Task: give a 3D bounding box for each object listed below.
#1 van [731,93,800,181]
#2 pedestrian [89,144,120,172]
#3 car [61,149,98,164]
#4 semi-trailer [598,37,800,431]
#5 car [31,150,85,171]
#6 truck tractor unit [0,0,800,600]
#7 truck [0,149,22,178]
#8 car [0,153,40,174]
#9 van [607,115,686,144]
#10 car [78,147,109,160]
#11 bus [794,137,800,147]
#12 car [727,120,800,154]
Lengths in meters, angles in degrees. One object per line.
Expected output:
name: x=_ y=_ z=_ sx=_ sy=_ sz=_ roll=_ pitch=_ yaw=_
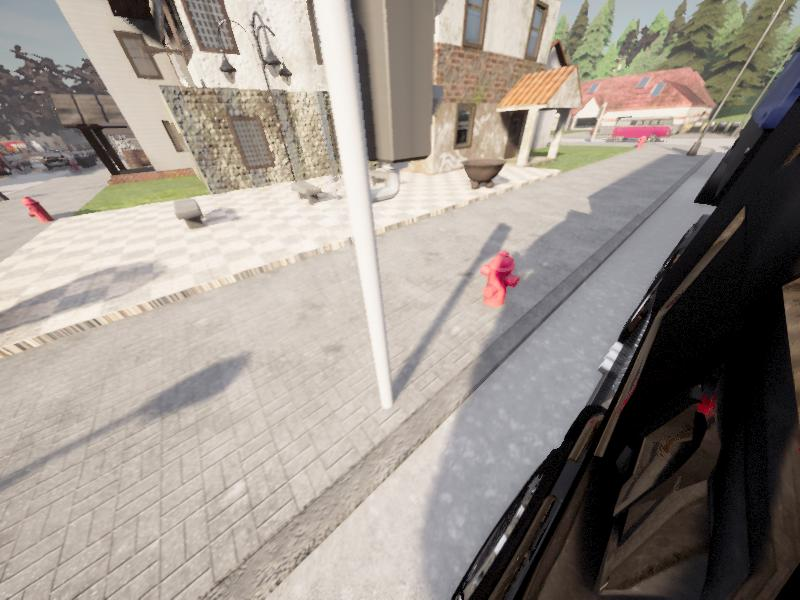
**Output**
van: x=16.513 y=-6.856 z=9.566 sx=5.915 sy=2.561 sz=1.988 roll=-27 pitch=43 yaw=-29
pedestrian: x=-24.695 y=-11.887 z=19.357 sx=0.751 sy=1.860 sz=0.751 roll=-29 pitch=44 yaw=-30
car: x=-43.113 y=-19.379 z=31.176 sx=1.994 sy=1.385 sz=4.181 roll=-29 pitch=44 yaw=-31
semi-trailer: x=8.660 y=-3.643 z=4.246 sx=14.254 sy=4.402 sz=2.717 roll=-29 pitch=44 yaw=-30
car: x=-37.348 y=-15.459 z=25.442 sx=2.038 sy=1.542 sz=4.974 roll=-28 pitch=44 yaw=-30
truck tractor unit: x=2.645 y=-0.295 z=0.351 sx=6.516 sy=4.208 sz=3.053 roll=-28 pitch=44 yaw=-30
truck: x=-35.998 y=-11.654 z=18.380 sx=2.891 sy=3.827 sz=8.468 roll=-28 pitch=44 yaw=-30
car: x=-41.531 y=-14.568 z=24.577 sx=2.163 sy=1.488 sz=4.792 roll=-28 pitch=44 yaw=-30
van: x=23.254 y=-16.233 z=22.041 sx=1.775 sy=1.987 sz=4.442 roll=-24 pitch=42 yaw=-26
car: x=-49.460 y=-23.750 z=37.392 sx=2.033 sy=1.411 sz=5.357 roll=-28 pitch=44 yaw=-29
bus: x=26.412 y=-10.081 z=11.762 sx=10.273 sy=4.253 sz=3.944 roll=-31 pitch=45 yaw=-32
car: x=22.970 y=-10.301 z=14.533 sx=1.789 sy=1.549 sz=3.705 roll=25 pitch=45 yaw=32
